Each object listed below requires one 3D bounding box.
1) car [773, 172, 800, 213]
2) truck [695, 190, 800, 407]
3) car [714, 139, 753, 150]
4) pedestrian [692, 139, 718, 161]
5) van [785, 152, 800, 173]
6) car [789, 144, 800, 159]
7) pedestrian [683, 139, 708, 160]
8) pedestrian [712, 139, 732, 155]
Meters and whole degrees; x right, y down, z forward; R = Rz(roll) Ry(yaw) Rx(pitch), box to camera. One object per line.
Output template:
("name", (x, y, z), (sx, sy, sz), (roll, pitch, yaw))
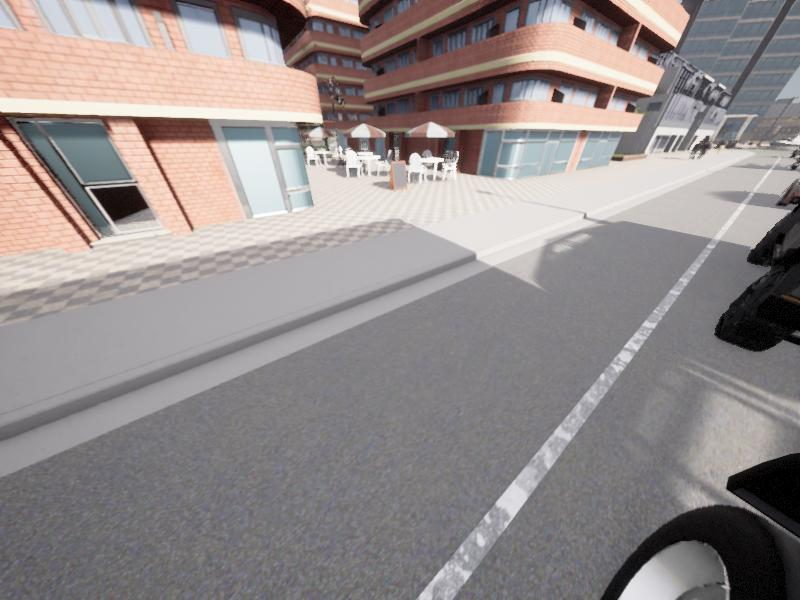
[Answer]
("car", (16.558, -4.244, 8.754), (4.181, 1.385, 1.994), (-22, 41, -28))
("truck", (6.865, -0.568, 2.934), (6.274, 2.098, 2.390), (-21, 39, -29))
("car", (69.836, -32.670, 48.520), (1.932, 1.855, 4.605), (9, 36, 12))
("pedestrian", (32.263, -15.858, 24.448), (0.751, 1.860, 0.751), (-17, 39, -23))
("van", (33.023, -11.297, 18.146), (4.480, 2.038, 2.069), (-22, 41, -28))
("car", (50.772, -18.596, 28.612), (4.605, 1.855, 1.932), (-23, 41, -29))
("pedestrian", (31.658, -16.087, 24.757), (0.751, 1.860, 0.751), (-15, 38, -21))
("pedestrian", (45.188, -21.502, 32.422), (0.751, 1.860, 0.751), (27, 43, 32))
